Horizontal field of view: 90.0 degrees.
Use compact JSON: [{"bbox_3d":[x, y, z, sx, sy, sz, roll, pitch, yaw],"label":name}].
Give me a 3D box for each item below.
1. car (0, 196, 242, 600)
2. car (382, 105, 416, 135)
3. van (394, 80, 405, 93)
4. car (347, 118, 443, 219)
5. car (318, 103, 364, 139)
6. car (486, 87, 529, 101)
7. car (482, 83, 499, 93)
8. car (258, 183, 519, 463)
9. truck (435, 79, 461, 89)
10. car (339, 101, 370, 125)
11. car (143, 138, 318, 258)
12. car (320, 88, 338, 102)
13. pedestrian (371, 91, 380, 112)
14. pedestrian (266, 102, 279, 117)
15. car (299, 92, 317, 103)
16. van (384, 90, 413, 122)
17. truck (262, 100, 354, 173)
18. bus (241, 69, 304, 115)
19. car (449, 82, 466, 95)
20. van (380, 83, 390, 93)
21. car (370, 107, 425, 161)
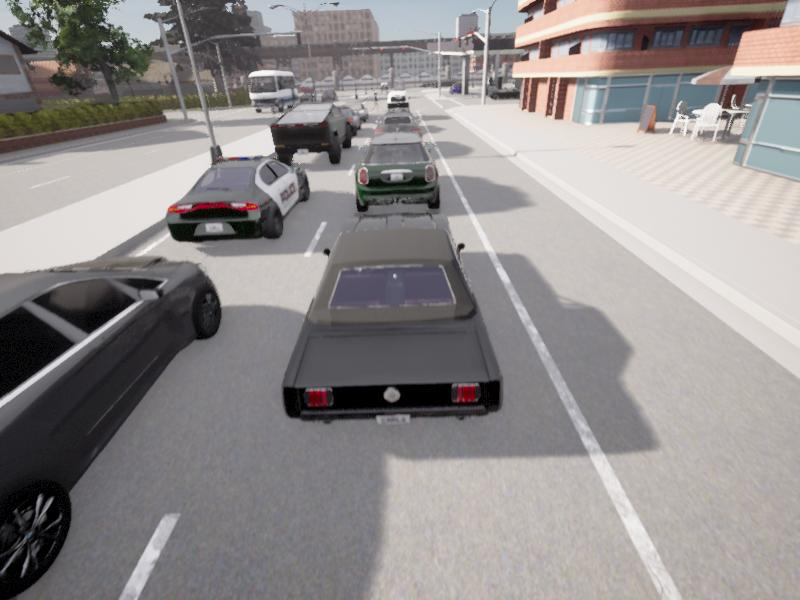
[{"bbox_3d":[-3.570,0.501,3.729,2.242,1.667,4.611,-2,29,1],"label":"car"},{"bbox_3d":[-0.057,-11.477,25.372,1.895,1.301,4.718,-2,29,1],"label":"car"},{"bbox_3d":[-0.050,-49.075,91.831,2.351,2.431,6.366,-2,29,1],"label":"van"},{"bbox_3d":[-0.073,-3.875,11.183,2.097,1.767,4.553,-2,29,1],"label":"car"},{"bbox_3d":[-3.557,-11.270,25.045,2.038,1.542,4.974,-2,29,1],"label":"car"},{"bbox_3d":[13.373,-25.749,49.928,4.718,1.301,1.895,-2,29,0],"label":"car"},{"bbox_3d":[15.398,-36.117,68.113,1.970,1.475,3.806,-2,29,1],"label":"car"},{"bbox_3d":[-0.064,-0.305,5.275,1.895,1.301,4.718,-2,29,1],"label":"car"},{"bbox_3d":[12.087,-54.753,101.379,6.274,2.098,2.390,-2,29,1],"label":"truck"},{"bbox_3d":[-3.551,-15.035,32.063,1.895,1.301,4.718,-2,29,1],"label":"car"},{"bbox_3d":[-3.566,-2.745,9.712,2.038,1.542,4.974,-2,29,1],"label":"car"},{"bbox_3d":[-11.540,-33.534,65.497,2.097,1.767,4.553,-2,29,1],"label":"car"},{"bbox_3d":[-2.411,-19.747,39.813,0.751,1.860,0.751,-4,29,-2],"label":"pedestrian"},{"bbox_3d":[-12.647,-18.879,39.678,0.751,1.300,0.751,0,29,4],"label":"pedestrian"},{"bbox_3d":[-15.030,-33.182,65.562,1.994,1.385,4.181,-2,29,1],"label":"car"},{"bbox_3d":[-0.115,-15.541,31.920,2.069,2.038,4.480,-2,29,1],"label":"van"},{"bbox_3d":[-3.574,-7.244,17.223,2.390,2.098,6.274,-2,29,1],"label":"truck"},{"bbox_3d":[-14.974,-25.258,48.359,3.944,4.253,10.273,-2,29,1],"label":"bus"},{"bbox_3d":[9.651,-35.685,67.484,2.242,1.667,4.611,-2,29,1],"label":"car"},{"bbox_3d":[-3.541,-49.494,93.289,2.069,2.038,4.480,-2,29,1],"label":"van"},{"bbox_3d":[-0.069,-7.690,18.223,2.152,1.651,5.027,-2,29,1],"label":"car"}]
